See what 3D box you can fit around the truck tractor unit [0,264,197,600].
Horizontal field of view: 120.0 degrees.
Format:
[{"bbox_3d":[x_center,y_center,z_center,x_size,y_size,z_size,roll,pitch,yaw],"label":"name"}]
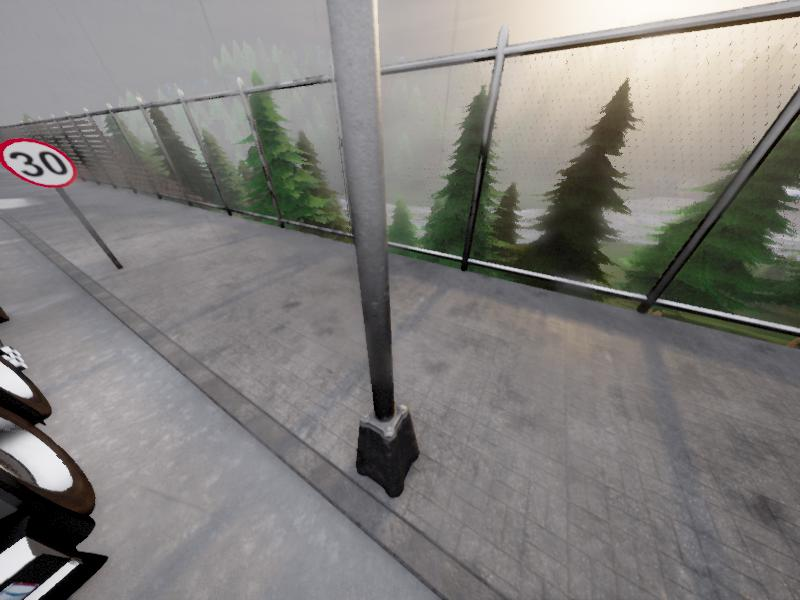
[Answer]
[{"bbox_3d":[-5.117,-0.293,0.787,6.516,4.208,3.053,18,39,24],"label":"truck tractor unit"}]
